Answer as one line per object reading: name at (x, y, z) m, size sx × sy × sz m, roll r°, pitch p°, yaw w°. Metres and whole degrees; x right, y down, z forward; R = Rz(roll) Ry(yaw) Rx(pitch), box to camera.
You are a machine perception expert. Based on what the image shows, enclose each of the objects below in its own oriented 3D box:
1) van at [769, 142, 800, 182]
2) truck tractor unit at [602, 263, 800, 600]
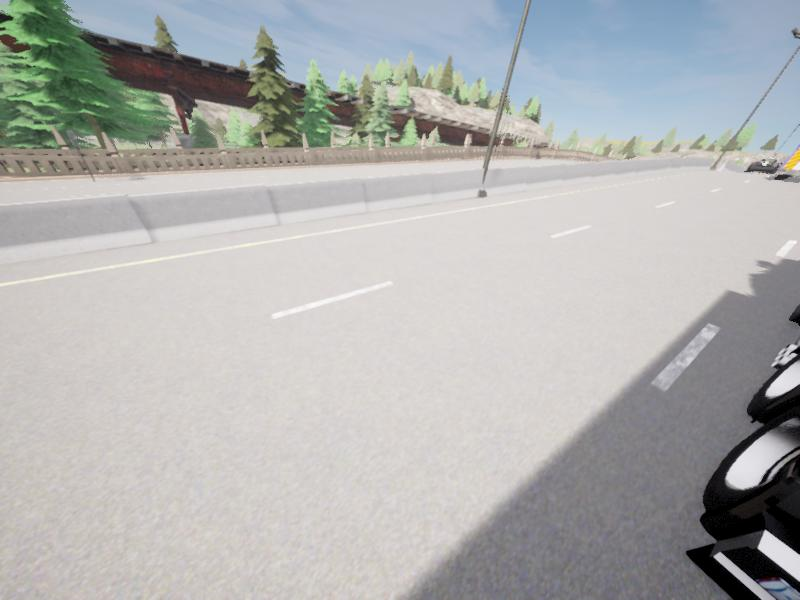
van at (29.895, -9.921, 16.450) m, size 6.366 × 2.431 × 2.351 m, roll -17°, pitch 39°, yaw -25°
truck tractor unit at (5.109, -0.303, 0.782) m, size 6.516 × 4.208 × 3.053 m, roll -18°, pitch 39°, yaw -24°
